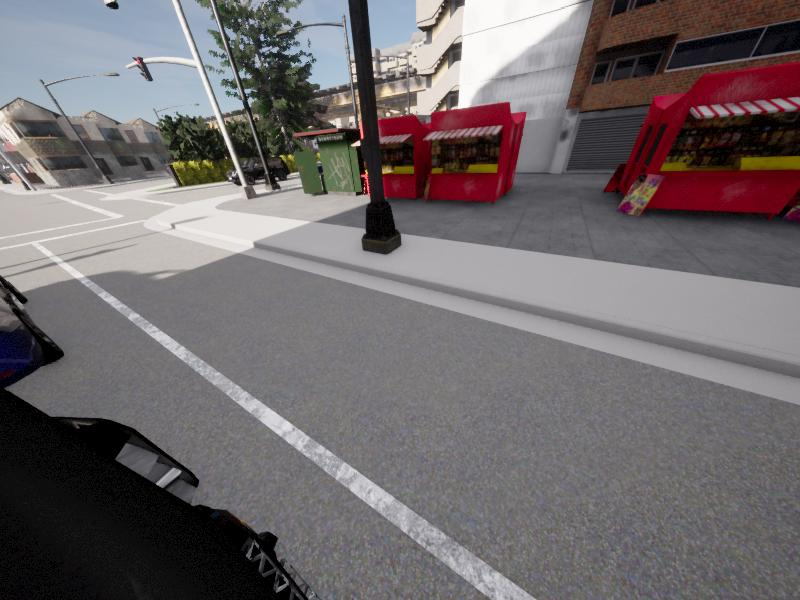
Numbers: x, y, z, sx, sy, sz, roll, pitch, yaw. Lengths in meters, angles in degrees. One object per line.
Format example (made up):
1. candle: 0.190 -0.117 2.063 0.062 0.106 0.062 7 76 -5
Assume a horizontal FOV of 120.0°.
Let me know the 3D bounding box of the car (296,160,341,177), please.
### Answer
1. car: -9.318 -15.288 26.770 1.895 1.301 4.718 15 38 27

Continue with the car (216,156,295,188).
1. car: -13.018 -11.963 21.370 2.150 2.045 5.566 15 38 27

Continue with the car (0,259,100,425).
1. car: -6.373 0.266 2.730 4.792 1.488 2.163 15 38 26

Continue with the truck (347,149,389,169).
1. truck: -4.425 -20.448 33.434 2.390 2.098 6.274 16 38 27
